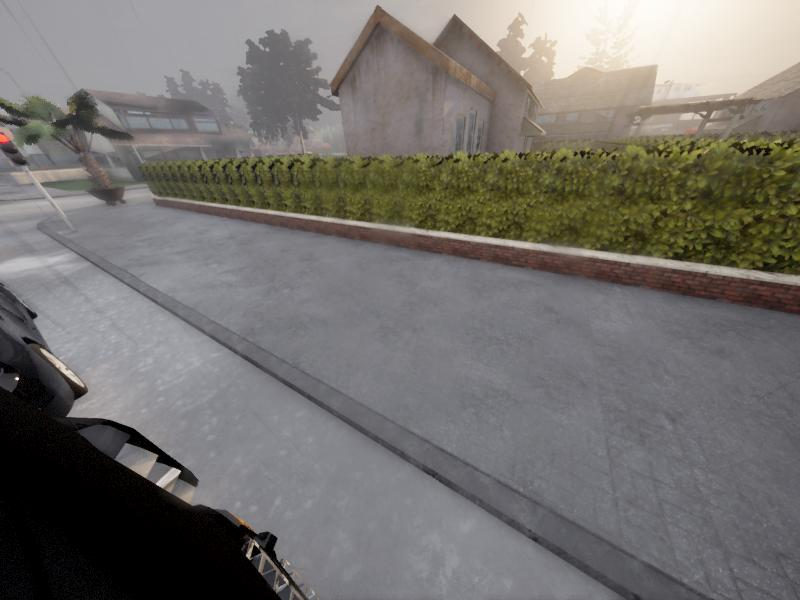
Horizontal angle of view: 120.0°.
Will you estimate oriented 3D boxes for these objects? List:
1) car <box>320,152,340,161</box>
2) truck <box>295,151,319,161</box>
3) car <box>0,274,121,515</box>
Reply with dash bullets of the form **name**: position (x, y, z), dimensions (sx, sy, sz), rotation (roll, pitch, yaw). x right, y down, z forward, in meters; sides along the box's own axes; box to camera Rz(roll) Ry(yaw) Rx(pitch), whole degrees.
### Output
- **car**: position (-18.282, -37.411, 60.249), dimensions (4.611, 1.667, 2.242), rotation (16, 38, 26)
- **truck**: position (-25.682, -39.751, 63.823), dimensions (6.274, 2.098, 2.390), rotation (16, 38, 26)
- **car**: position (-5.341, 0.497, 2.211), dimensions (5.008, 1.535, 1.882), rotation (16, 38, 26)
